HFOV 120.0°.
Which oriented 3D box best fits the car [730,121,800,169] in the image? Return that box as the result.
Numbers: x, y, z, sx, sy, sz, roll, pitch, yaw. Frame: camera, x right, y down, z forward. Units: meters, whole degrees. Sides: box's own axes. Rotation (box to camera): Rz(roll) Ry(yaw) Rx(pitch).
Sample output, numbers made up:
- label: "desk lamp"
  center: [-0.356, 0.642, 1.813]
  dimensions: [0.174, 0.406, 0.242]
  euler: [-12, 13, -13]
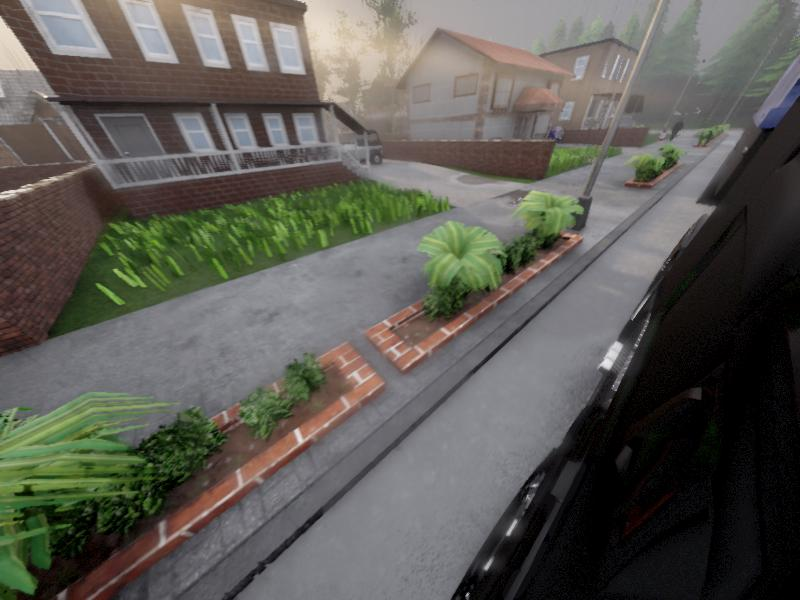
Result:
- label: "car"
  center: [19.301, -8.108, 11.915]
  dimensions: [5.238, 1.638, 1.930]
  euler: [-28, 43, -30]

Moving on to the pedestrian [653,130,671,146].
- label: "pedestrian"
  center: [21.673, -13.390, 19.092]
  dimensions: [0.500, 1.100, 0.500]
  euler: [-28, 43, -30]

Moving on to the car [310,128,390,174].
- label: "car"
  center: [-2.779, -8.824, 13.577]
  dimensions: [3.866, 1.878, 1.905]
  euler: [-28, 43, -30]

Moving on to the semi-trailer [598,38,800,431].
- label: "semi-trailer"
  center: [8.692, -3.605, 4.240]
  dimensions: [14.254, 4.402, 2.717]
  euler: [-28, 43, -30]

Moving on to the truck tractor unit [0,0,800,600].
- label: "truck tractor unit"
  center: [2.645, -0.295, 0.351]
  dimensions: [6.516, 4.208, 3.053]
  euler: [-28, 44, -30]

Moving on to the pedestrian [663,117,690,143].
- label: "pedestrian"
  center: [24.735, -15.216, 20.707]
  dimensions: [0.751, 1.860, 0.751]
  euler: [24, 44, 32]

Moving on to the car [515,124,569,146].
- label: "car"
  center: [13.185, -15.436, 21.674]
  dimensions: [1.845, 1.501, 3.633]
  euler: [-28, 43, -30]
